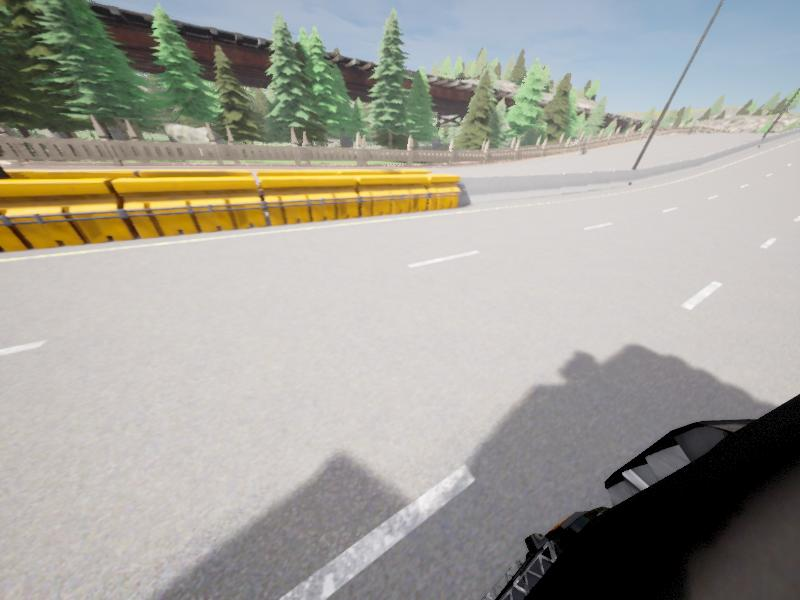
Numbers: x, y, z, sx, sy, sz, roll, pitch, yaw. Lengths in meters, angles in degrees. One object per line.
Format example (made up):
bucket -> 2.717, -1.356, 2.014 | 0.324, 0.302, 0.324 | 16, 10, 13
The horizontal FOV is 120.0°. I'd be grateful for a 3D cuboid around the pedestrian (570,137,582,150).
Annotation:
pedestrian -> 30.854, -27.362, 40.460 | 0.751, 1.860, 0.751 | -16, 38, -26
